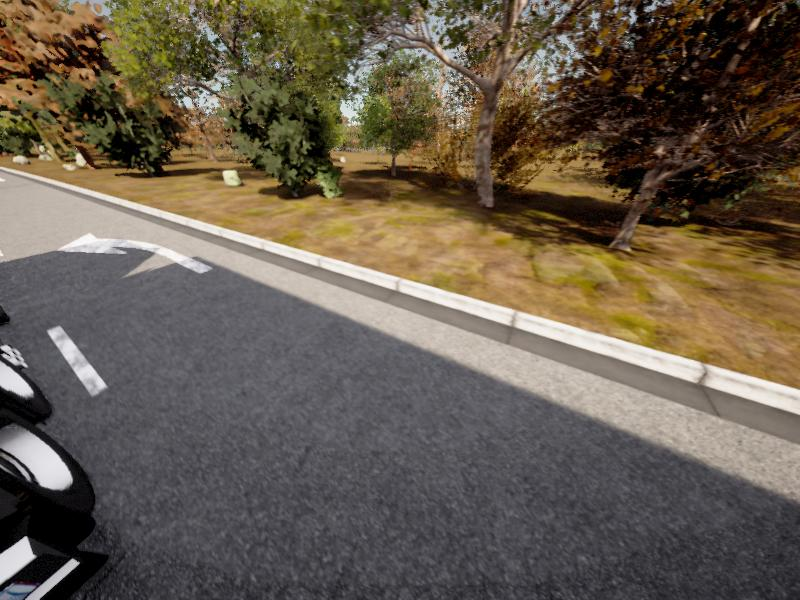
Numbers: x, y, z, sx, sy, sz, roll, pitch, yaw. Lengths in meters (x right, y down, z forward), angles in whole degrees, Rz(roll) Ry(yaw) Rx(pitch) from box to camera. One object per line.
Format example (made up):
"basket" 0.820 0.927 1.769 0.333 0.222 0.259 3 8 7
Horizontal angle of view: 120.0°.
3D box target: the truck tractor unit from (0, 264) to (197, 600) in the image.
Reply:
"truck tractor unit" -5.114 -0.296 0.780 6.516 4.208 3.053 18 39 24
